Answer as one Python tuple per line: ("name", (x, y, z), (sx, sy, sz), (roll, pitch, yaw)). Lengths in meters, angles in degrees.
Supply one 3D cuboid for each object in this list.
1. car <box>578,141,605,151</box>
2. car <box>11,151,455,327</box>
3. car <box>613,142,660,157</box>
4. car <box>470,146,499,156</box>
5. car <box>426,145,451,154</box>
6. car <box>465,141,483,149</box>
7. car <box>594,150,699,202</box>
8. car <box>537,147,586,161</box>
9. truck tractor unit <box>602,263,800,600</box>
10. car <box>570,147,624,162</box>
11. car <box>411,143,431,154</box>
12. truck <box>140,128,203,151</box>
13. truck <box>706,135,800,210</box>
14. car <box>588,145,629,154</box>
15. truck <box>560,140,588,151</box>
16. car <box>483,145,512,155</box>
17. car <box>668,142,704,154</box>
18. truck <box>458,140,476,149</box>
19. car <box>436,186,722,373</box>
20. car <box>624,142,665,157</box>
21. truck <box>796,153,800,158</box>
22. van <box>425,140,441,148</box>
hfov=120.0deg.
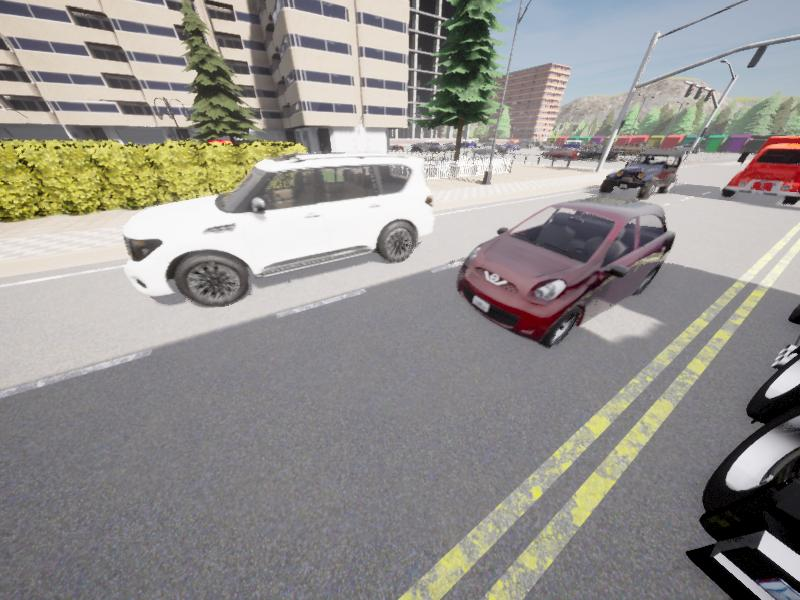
("car", (48.979, -39.483, 59.158), (1.932, 1.855, 4.605), (-18, 39, -24))
("car", (-1.875, -1.756, 4.718), (5.566, 2.045, 2.150), (-18, 39, -25))
("car", (38.221, -24.439, 37.469), (1.932, 1.855, 4.605), (-18, 39, -24))
("car", (15.140, -26.892, 41.603), (1.895, 1.301, 4.718), (-18, 39, -24))
("car", (7.591, -30.403, 46.505), (2.033, 1.411, 5.357), (-18, 39, -24))
("car", (21.244, -44.603, 66.305), (1.932, 1.855, 4.605), (-18, 39, -24))
("car", (12.105, -6.256, 11.420), (3.866, 1.878, 1.905), (-18, 39, -24))
("car", (22.063, -20.136, 31.788), (2.163, 1.488, 4.792), (-18, 39, -24))
("truck tractor unit", (5.108, -0.304, 0.784), (6.516, 4.208, 3.053), (-18, 39, -24))
("car", (26.476, -19.783, 31.264), (1.882, 1.535, 5.008), (-18, 39, -24))
("car", (4.077, -29.977, 45.681), (1.851, 1.617, 3.988), (-18, 39, -24))
("truck", (-48.728, -34.582, 49.843), (8.468, 3.827, 2.891), (-18, 39, -24))
("truck", (17.714, -6.015, 10.621), (5.204, 2.467, 2.627), (-18, 39, -25))
("car", (39.894, -29.002, 44.448), (2.033, 1.415, 5.357), (-18, 39, -24))
("truck", (41.887, -37.214, 55.680), (2.069, 2.038, 4.478), (-18, 39, -24))
("car", (18.066, -28.051, 43.159), (1.812, 1.442, 4.674), (-18, 39, -25))
("car", (57.742, -30.782, 46.730), (1.905, 1.878, 3.866), (-18, 39, -24))
("truck", (18.770, -43.829, 65.009), (2.069, 2.038, 4.478), (-18, 39, -24))
("car", (2.679, -0.723, 3.719), (3.633, 1.501, 1.845), (-18, 39, -24))
("car", (40.756, -25.226, 38.624), (1.905, 1.878, 3.866), (-18, 39, -24))
("truck", (68.332, -24.510, 37.546), (5.204, 2.467, 2.627), (-17, 38, -23))
("van", (10.837, -51.261, 75.827), (4.480, 2.038, 2.069), (-18, 39, -25))
